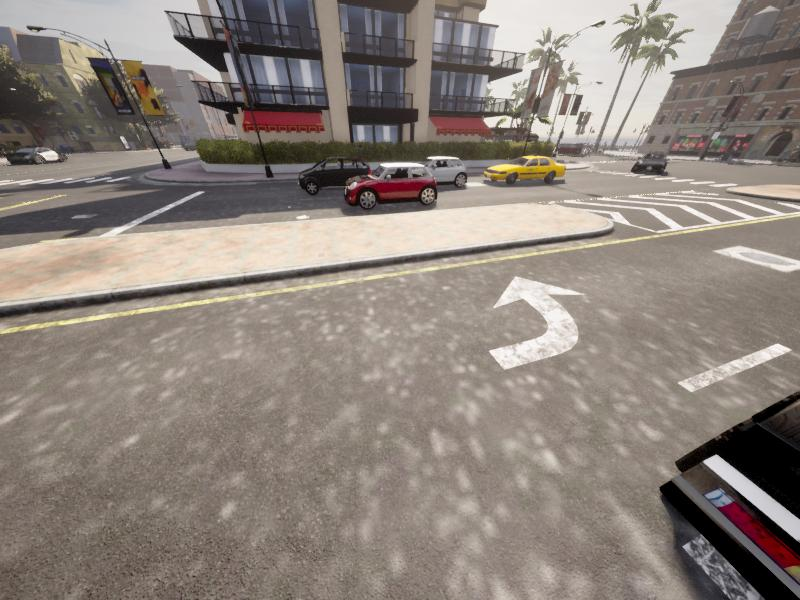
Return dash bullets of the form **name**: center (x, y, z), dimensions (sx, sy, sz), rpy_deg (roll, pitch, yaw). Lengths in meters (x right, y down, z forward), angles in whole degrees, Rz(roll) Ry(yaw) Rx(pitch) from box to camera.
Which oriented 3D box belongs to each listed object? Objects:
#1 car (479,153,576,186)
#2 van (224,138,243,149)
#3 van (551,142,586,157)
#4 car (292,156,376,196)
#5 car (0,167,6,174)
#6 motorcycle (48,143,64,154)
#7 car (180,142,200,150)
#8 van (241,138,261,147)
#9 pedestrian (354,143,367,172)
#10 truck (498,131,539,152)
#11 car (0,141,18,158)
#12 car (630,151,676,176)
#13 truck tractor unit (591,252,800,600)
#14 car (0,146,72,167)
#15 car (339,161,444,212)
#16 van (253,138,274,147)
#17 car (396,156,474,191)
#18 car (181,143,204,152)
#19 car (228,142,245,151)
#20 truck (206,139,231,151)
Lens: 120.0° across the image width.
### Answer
- **car**: center (8.068, -8.448, 14.808), dimensions (5.366, 1.575, 1.801), rpy_deg (-10, 36, -14)
- **van**: center (-45.760, -43.362, 63.827), dimensions (2.351, 2.431, 6.366), rpy_deg (-10, 36, -15)
- **van**: center (28.900, -26.031, 39.861), dimensions (1.775, 1.987, 4.442), rpy_deg (-10, 36, -14)
- **car**: center (-3.304, -6.441, 11.868), dimensions (3.705, 1.549, 1.789), rpy_deg (-10, 36, -14)
- **car**: center (-30.274, -8.767, 14.995), dimensions (1.801, 1.575, 5.366), rpy_deg (-11, 36, -16)
- **motorcycle**: center (-57.957, -25.515, 38.885), dimensions (2.356, 1.277, 0.764), rpy_deg (28, 53, 34)
- **car**: center (-49.326, -36.188, 54.363), dimensions (1.812, 1.442, 4.674), rpy_deg (-10, 36, -15)
- **van**: center (-51.145, -54.465, 79.737), dimensions (2.351, 2.431, 6.366), rpy_deg (2, 35, 3)
- **pedestrian**: center (-3.065, -11.083, 17.960), dimensions (0.751, 1.860, 0.751), rpy_deg (-10, 36, -15)
- **truck**: center (27.236, -36.832, 53.743), dimensions (2.891, 3.827, 8.468), rpy_deg (-10, 36, -14)
- **car**: center (-55.522, -20.170, 30.922), dimensions (3.866, 1.878, 1.905), rpy_deg (-8, 36, -12)
- **car**: center (21.383, -11.696, 19.616), dimensions (2.007, 1.525, 4.514), rpy_deg (28, 43, 33)
- **truck tractor unit**: center (5.283, -0.073, 0.453), dimensions (6.516, 4.208, 3.053), rpy_deg (-10, 36, -14)
- **car**: center (-37.572, -14.910, 23.809), dimensions (2.038, 1.542, 4.974), rpy_deg (-12, 37, -17)
- **car**: center (-0.414, -4.821, 9.629), dimensions (3.806, 1.475, 1.970), rpy_deg (-10, 36, -14)
- **van**: center (-47.496, -55.098, 80.672), dimensions (2.351, 2.431, 6.366), rpy_deg (6, 35, 8)
- **car**: center (1.880, -7.318, 13.232), dimensions (3.806, 1.475, 1.970), rpy_deg (-10, 36, -14)
- **car**: center (-43.317, -32.007, 48.350), dimensions (1.837, 1.490, 4.892), rpy_deg (-10, 36, -15)
- **car**: center (-38.211, -36.064, 54.089), dimensions (2.033, 1.649, 4.856), rpy_deg (-10, 36, -15)
- **truck**: center (-41.486, -35.551, 52.928), dimensions (2.390, 2.098, 6.274), rpy_deg (-10, 36, -15)
